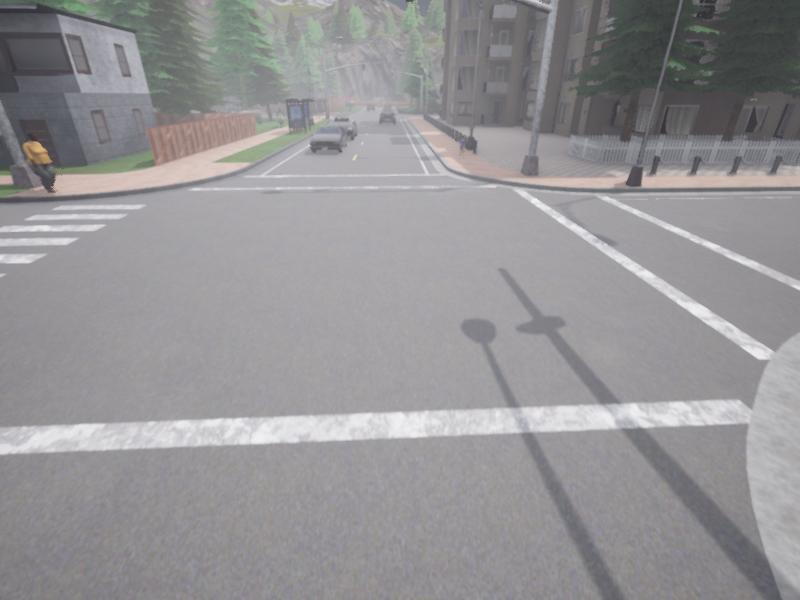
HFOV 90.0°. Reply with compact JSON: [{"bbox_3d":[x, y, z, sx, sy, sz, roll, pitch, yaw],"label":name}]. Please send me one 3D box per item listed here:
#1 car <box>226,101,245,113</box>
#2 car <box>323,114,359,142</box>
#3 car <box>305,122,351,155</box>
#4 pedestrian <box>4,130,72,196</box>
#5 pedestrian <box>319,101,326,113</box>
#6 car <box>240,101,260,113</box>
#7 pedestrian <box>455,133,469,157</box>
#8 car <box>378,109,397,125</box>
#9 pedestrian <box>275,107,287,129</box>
[{"bbox_3d":[-29.760,-35.038,72.496,1.905,1.878,3.866,-1,27,-3],"label":"car"},{"bbox_3d":[-4.489,-13.485,31.157,2.152,1.651,5.027,-1,27,-1],"label":"car"},{"bbox_3d":[-4.297,-10.068,24.742,2.033,1.411,5.357,-1,27,-1],"label":"car"},{"bbox_3d":[-11.216,-4.270,12.460,0.751,1.860,0.751,2,27,5],"label":"pedestrian"},{"bbox_3d":[-13.492,-33.758,70.008,0.751,1.860,0.751,-21,34,-36],"label":"pedestrian"},{"bbox_3d":[-27.268,-35.269,72.954,1.932,1.855,4.605,-1,27,-3],"label":"car"},{"bbox_3d":[3.202,-8.007,20.687,0.500,1.100,0.500,-3,27,-7],"label":"pedestrian"},{"bbox_3d":[-1.459,-21.532,46.972,2.038,1.542,4.974,-1,27,-1],"label":"car"},{"bbox_3d":[-11.249,-17.190,37.709,0.751,1.860,0.751,-3,27,-5],"label":"pedestrian"}]
